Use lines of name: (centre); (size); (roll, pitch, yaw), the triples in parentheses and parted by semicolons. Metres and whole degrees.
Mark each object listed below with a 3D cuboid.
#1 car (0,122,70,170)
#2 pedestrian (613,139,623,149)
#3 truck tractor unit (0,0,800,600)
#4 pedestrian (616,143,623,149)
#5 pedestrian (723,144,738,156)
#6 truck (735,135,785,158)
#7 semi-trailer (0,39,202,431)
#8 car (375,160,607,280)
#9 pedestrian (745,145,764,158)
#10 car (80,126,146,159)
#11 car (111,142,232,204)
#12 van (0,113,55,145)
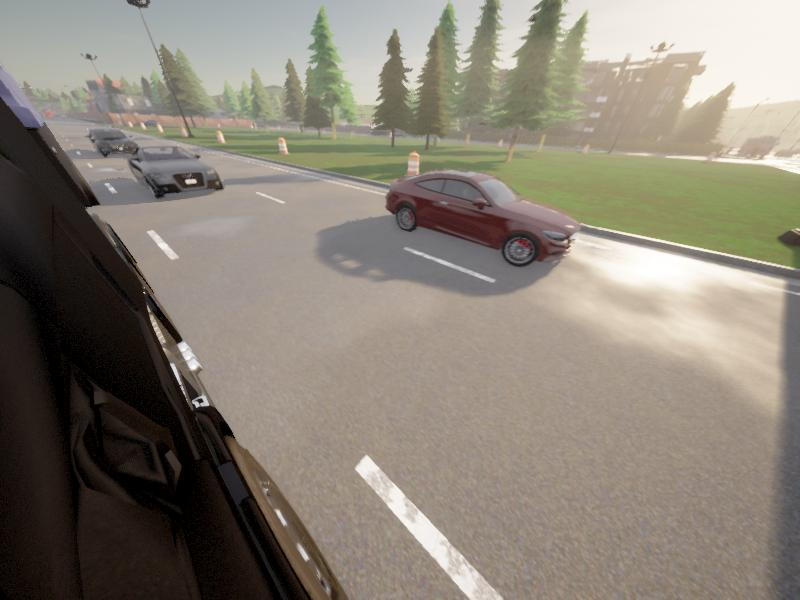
car: (-19.478, -8.047, 11.906); (5.027, 1.651, 2.152); (28, 43, 30)
pedestrian: (48.163, -34.372, 50.973); (0.751, 1.860, 0.751); (-21, 43, -28)
truck tractor unit: (-2.645, -0.295, 0.351); (6.516, 4.208, 3.053); (28, 44, 30)
pedestrian: (48.847, -34.141, 51.342); (0.500, 1.100, 0.500); (-14, 40, -21)
pedestrian: (64.295, -29.151, 44.949); (0.751, 1.860, 0.751); (28, 44, 30)
truck: (79.726, -34.281, 51.440); (2.891, 3.827, 8.468); (27, 43, 29)
semi-trailer: (-8.736, -3.569, 4.207); (14.254, 4.402, 2.717); (28, 43, 30)
car: (1.717, -2.287, 5.620); (4.674, 1.442, 1.812); (28, 43, 30)
pedestrian: (62.835, -26.273, 40.972); (0.751, 1.860, 0.751); (24, 41, 26)
car: (-19.158, -10.538, 15.384); (4.892, 1.490, 1.837); (27, 43, 30)
car: (-8.445, -4.871, 8.528); (4.181, 1.385, 1.994); (28, 43, 30)
van: (-30.907, -14.192, 19.155); (4.442, 1.987, 1.775); (28, 43, 30)
